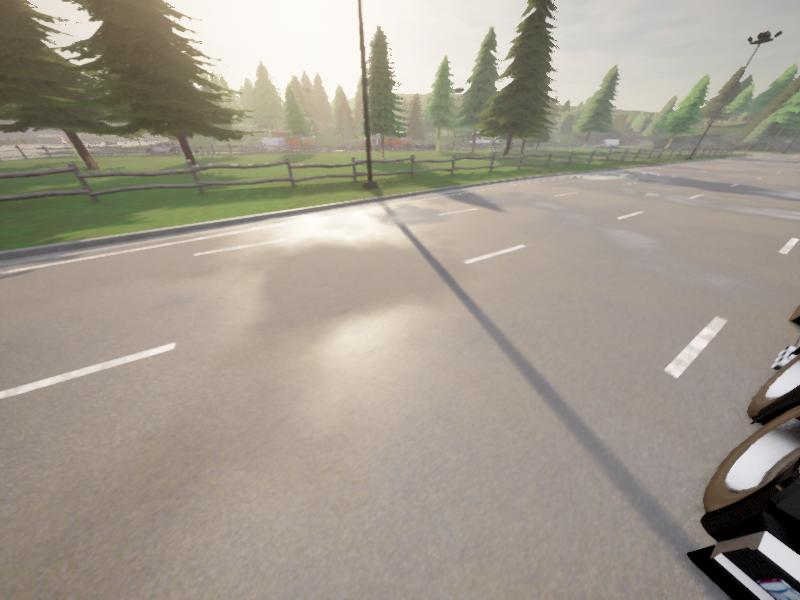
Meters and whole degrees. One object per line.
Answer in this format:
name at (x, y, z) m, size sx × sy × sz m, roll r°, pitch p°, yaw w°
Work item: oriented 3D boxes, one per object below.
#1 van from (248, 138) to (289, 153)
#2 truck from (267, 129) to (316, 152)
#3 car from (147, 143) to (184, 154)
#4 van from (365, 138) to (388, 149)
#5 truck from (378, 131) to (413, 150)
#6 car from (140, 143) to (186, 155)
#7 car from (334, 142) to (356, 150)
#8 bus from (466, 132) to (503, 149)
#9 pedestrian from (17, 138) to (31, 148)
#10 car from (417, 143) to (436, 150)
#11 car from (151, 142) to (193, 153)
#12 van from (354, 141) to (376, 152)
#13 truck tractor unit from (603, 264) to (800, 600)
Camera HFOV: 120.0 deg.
van at (-25.422, -29.956, 44.733) m, size 6.366 × 2.431 × 2.351 m, roll -18°, pitch 39°, yaw -24°
truck at (-22.756, -33.694, 48.907) m, size 8.468 × 3.827 × 2.891 m, roll -18°, pitch 39°, yaw -24°
car at (-41.296, -26.801, 40.770) m, size 3.988 × 1.617 × 1.851 m, roll -18°, pitch 39°, yaw -24°
van at (-6.478, -43.042, 63.584) m, size 5.915 × 2.561 × 1.988 m, roll -18°, pitch 39°, yaw -24°
truck at (-1.092, -40.688, 59.153) m, size 8.468 × 3.827 × 2.891 m, roll -18°, pitch 39°, yaw -24°
car at (-39.217, -25.174, 38.436) m, size 4.856 × 1.649 × 2.033 m, roll -18°, pitch 39°, yaw -24°
car at (-14.358, -40.091, 60.138) m, size 4.974 × 1.542 × 2.038 m, roll -18°, pitch 39°, yaw -24°
bus at (26.259, -49.606, 71.848) m, size 10.273 × 4.253 × 3.944 m, roll -18°, pitch 39°, yaw -24°
pedestrian at (-87.885, -36.683, 54.033) m, size 0.751 × 1.860 × 0.751 m, roll -24°, pitch 42°, yaw -31°
car at (6.918, -40.012, 60.293) m, size 4.892 × 1.490 × 1.837 m, roll -18°, pitch 39°, yaw -24°
car at (-42.677, -28.660, 43.419) m, size 5.027 × 1.651 × 2.152 m, roll -18°, pitch 39°, yaw -24°
van at (-7.964, -35.408, 53.114) m, size 4.442 × 1.987 × 1.775 m, roll -18°, pitch 39°, yaw -24°
truck tractor unit at (5.110, -0.299, 0.792) m, size 6.516 × 4.208 × 3.053 m, roll -18°, pitch 39°, yaw -24°
